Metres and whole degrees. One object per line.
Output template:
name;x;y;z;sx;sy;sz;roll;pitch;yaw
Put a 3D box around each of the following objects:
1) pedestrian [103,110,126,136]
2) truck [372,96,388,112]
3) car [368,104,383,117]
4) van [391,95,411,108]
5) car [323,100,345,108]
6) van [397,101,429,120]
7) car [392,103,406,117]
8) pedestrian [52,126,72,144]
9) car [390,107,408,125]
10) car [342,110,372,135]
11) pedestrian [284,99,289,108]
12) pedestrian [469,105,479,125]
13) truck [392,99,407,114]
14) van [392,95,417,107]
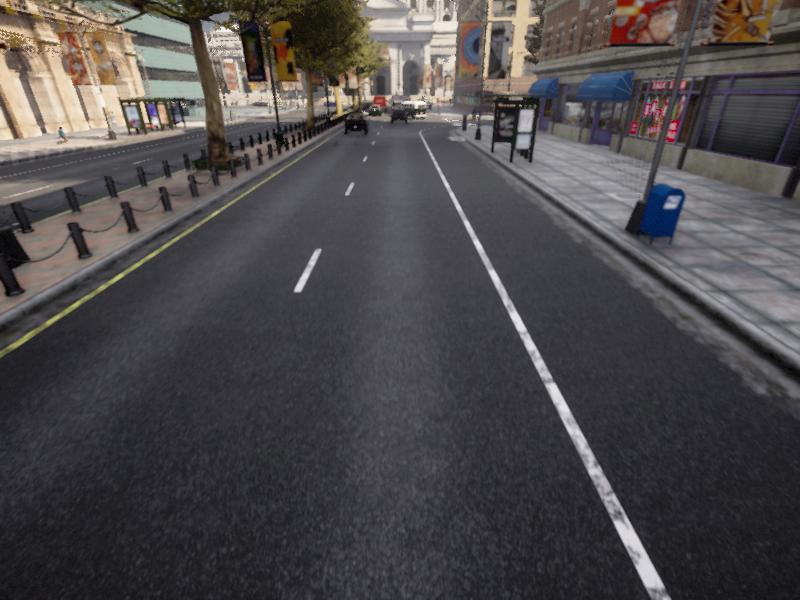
pedestrian;-22.546;-14.001;31.630;0.751;1.860;0.751;0;27;1
truck;-3.663;-36.354;74.094;2.627;2.467;5.204;-1;27;0
car;-3.628;-28.051;59.154;1.970;1.475;3.806;-1;27;0
van;0.290;-44.077;88.955;2.351;2.431;6.366;9;29;18
car;-16.361;-48.679;99.367;5.027;1.651;2.152;0;27;0
van;1.615;-24.456;51.505;2.069;2.038;4.480;-16;32;-27
car;-0.129;-28.115;59.029;1.930;1.638;5.238;-1;27;0
pedestrian;-22.474;-10.972;26.609;0.500;1.100;0.500;5;28;11
car;-0.098;-20.561;44.611;1.837;1.490;4.892;-1;27;0
car;-3.579;-15.210;34.198;1.930;1.638;5.238;-1;27;0
pedestrian;-26.888;-46.511;94.778;0.751;1.860;0.751;2;28;5
pedestrian;7.426;-18.629;40.280;0.751;1.860;0.751;-1;27;0
truck;-0.147;-32.356;66.710;2.390;2.098;6.274;-1;27;0
van;1.071;-47.745;95.859;5.915;2.561;1.988;0;27;0
